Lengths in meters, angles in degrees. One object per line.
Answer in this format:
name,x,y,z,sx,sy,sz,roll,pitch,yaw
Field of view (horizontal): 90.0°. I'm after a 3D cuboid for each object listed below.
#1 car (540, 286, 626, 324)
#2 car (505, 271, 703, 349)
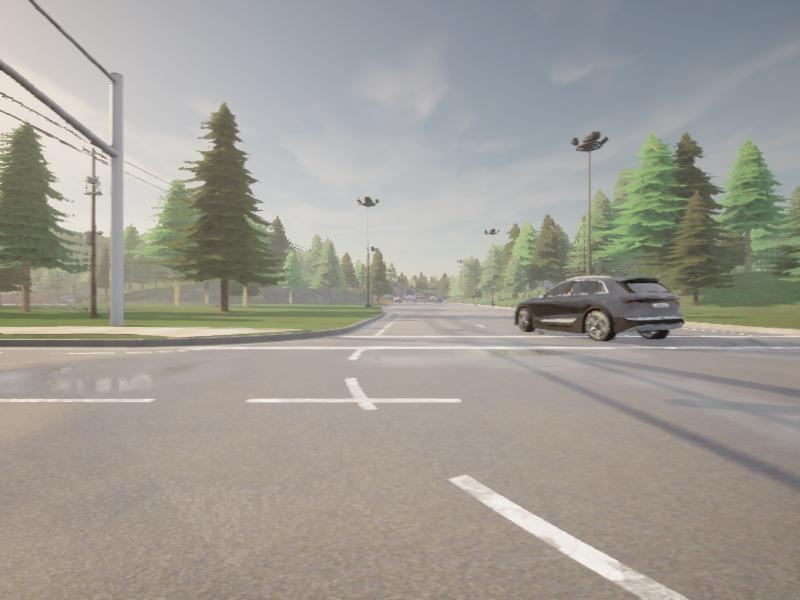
car,8.407,0.227,18.987,2.038,1.542,4.974,0,0,3
car,5.130,0.181,11.042,2.033,1.649,4.856,-1,1,-17
